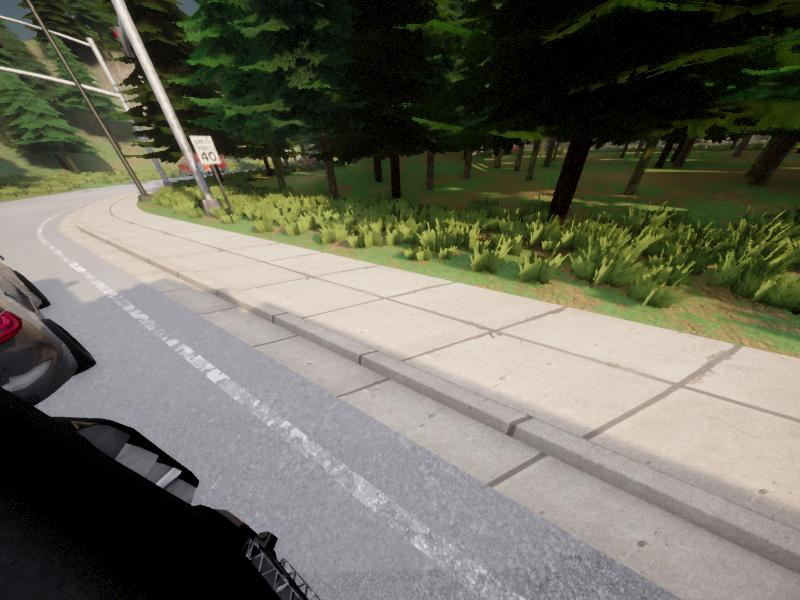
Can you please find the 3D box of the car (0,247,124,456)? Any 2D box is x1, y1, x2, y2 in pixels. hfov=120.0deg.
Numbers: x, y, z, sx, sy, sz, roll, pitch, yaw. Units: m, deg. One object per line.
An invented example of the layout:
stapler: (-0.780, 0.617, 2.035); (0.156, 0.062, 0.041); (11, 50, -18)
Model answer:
car: (-5.788, 0.289, 2.439); (4.611, 1.667, 2.242); (16, 38, 26)

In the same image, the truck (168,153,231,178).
truck: (-26.567, -18.073, 30.938); (2.627, 2.467, 5.204); (10, 36, 19)
